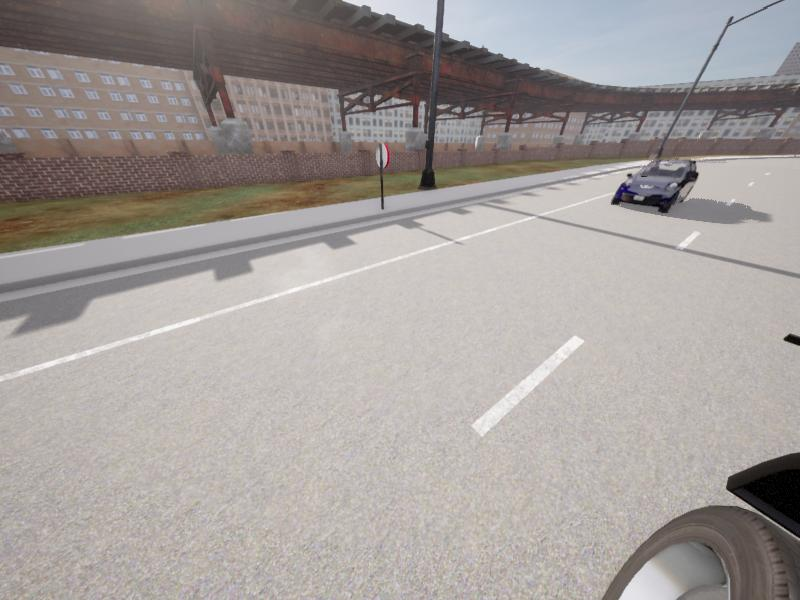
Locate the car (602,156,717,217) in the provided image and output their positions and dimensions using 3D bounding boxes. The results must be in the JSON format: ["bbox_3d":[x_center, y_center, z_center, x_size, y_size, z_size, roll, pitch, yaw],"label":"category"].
[{"bbox_3d":[9.849,-4.460,8.799,3.633,1.501,1.845,-23,41,-29],"label":"car"}]
